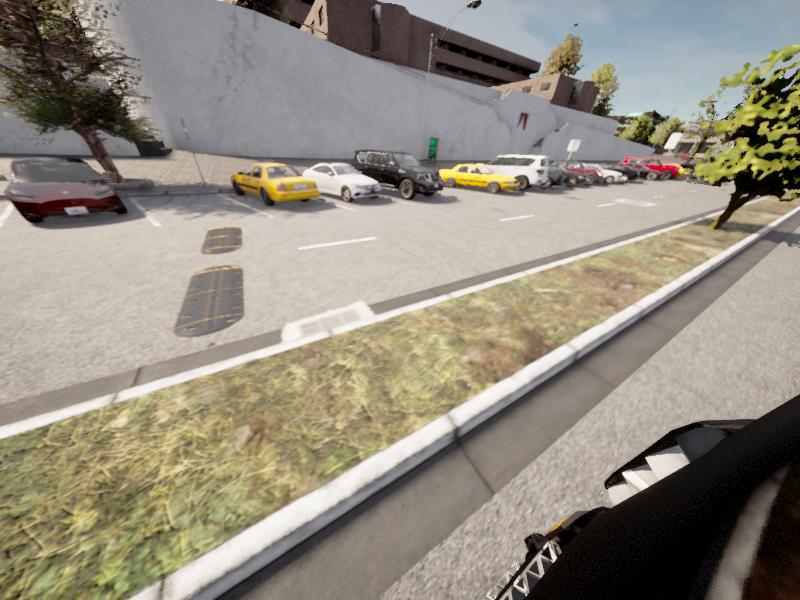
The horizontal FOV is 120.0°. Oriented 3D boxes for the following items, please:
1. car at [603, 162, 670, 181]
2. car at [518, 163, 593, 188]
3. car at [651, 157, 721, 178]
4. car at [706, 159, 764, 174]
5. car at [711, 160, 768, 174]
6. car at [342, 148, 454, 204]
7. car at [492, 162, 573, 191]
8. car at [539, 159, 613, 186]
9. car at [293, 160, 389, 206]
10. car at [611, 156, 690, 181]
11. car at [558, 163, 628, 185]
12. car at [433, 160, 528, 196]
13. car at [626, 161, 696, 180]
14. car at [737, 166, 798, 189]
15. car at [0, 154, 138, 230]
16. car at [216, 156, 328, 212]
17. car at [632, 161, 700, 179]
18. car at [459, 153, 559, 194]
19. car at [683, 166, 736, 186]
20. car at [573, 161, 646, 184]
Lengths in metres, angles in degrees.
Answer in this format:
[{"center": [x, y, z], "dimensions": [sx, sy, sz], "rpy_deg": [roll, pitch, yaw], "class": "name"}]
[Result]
[{"center": [25.772, -14.185, 25.425], "dimensions": [4.792, 1.488, 2.163], "rpy_deg": [26, 40, 32], "class": "car"}, {"center": [12.705, -10.370, 19.085], "dimensions": [4.674, 1.452, 2.002], "rpy_deg": [26, 40, 32], "class": "car"}, {"center": [38.768, -18.240, 31.666], "dimensions": [5.566, 2.045, 2.435], "rpy_deg": [26, 41, 32], "class": "car"}, {"center": [62.263, -24.970, 43.198], "dimensions": [5.566, 2.045, 2.435], "rpy_deg": [26, 40, 32], "class": "car"}, {"center": [64.936, -25.690, 44.448], "dimensions": [5.566, 2.045, 2.435], "rpy_deg": [26, 40, 32], "class": "car"}, {"center": [-0.311, -6.870, 12.484], "dimensions": [5.566, 2.045, 2.435], "rpy_deg": [26, 39, 32], "class": "car"}, {"center": [10.065, -9.633, 17.805], "dimensions": [4.792, 1.488, 2.163], "rpy_deg": [26, 40, 32], "class": "car"}, {"center": [15.293, -11.280, 20.283], "dimensions": [4.553, 1.767, 2.185], "rpy_deg": [26, 40, 32], "class": "car"}, {"center": [-2.959, -5.905, 11.363], "dimensions": [4.674, 1.452, 2.002], "rpy_deg": [26, 39, 32], "class": "car"}, {"center": [28.388, -15.185, 26.546], "dimensions": [5.566, 2.045, 2.435], "rpy_deg": [26, 40, 32], "class": "car"}, {"center": [17.920, -11.891, 21.632], "dimensions": [4.674, 1.452, 2.002], "rpy_deg": [26, 40, 32], "class": "car"}, {"center": [5.013, -8.085, 15.111], "dimensions": [5.366, 1.575, 1.946], "rpy_deg": [26, 40, 32], "class": "car"}, {"center": [31.109, -15.681, 27.868], "dimensions": [5.366, 1.575, 1.946], "rpy_deg": [26, 40, 32], "class": "car"}, {"center": [36.338, -12.201, 22.844], "dimensions": [4.611, 1.667, 2.242], "rpy_deg": [-16, 38, -25], "class": "car"}, {"center": [-10.759, -3.715, 7.450], "dimensions": [4.792, 1.488, 2.163], "rpy_deg": [26, 39, 32], "class": "car"}, {"center": [-5.710, -5.273, 10.134], "dimensions": [5.366, 1.575, 1.946], "rpy_deg": [26, 40, 32], "class": "car"}, {"center": [33.429, -16.576, 29.336], "dimensions": [5.366, 1.575, 1.946], "rpy_deg": [26, 40, 32], "class": "car"}, {"center": [7.467, -9.117, 16.371], "dimensions": [5.566, 2.045, 2.435], "rpy_deg": [26, 40, 32], "class": "car"}, {"center": [30.935, -12.474, 23.120], "dimensions": [4.892, 1.490, 1.837], "rpy_deg": [-17, 38, -25], "class": "car"}, {"center": [20.533, -12.684, 22.875], "dimensions": [5.008, 1.535, 2.097], "rpy_deg": [26, 41, 32], "class": "car"}]
